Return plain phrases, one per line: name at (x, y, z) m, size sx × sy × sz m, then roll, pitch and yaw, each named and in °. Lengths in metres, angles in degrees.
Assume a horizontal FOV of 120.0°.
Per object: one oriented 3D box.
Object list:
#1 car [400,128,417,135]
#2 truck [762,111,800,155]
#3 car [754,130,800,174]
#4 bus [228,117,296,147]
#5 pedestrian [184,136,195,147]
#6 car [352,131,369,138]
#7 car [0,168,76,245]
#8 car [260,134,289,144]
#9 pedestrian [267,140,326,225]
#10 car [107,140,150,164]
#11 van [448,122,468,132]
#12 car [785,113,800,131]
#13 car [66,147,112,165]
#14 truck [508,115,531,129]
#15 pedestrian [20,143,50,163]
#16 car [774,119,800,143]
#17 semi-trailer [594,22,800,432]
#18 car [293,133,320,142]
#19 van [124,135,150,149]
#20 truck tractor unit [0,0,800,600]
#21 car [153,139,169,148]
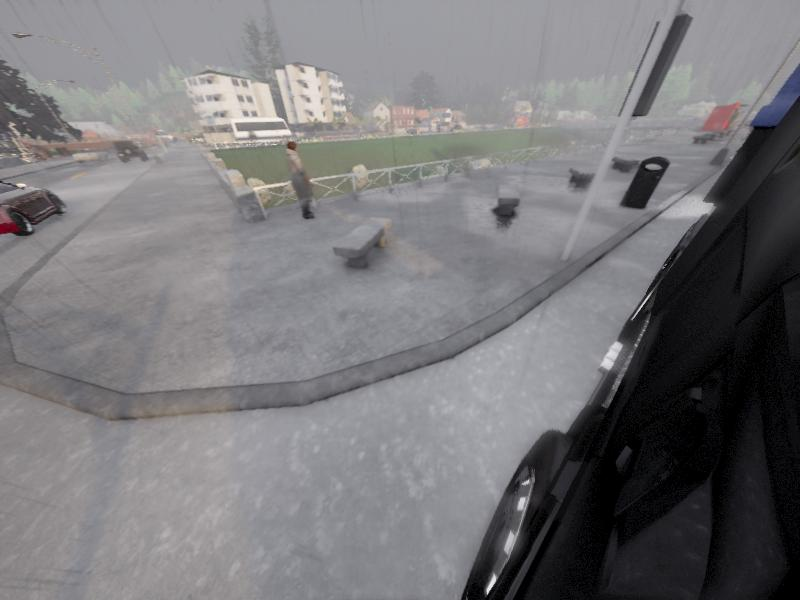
car at (2.478, -48.583, 66.685) m, size 4.892 × 1.490 × 1.837 m, roll -25°, pitch 43°, yaw -28°
truck at (26.136, -10.716, 14.682) m, size 6.274 × 2.098 × 2.390 m, roll -25°, pitch 43°, yaw -28°
car at (18.594, -6.833, 10.540) m, size 4.181 × 1.385 × 1.994 m, roll -25°, pitch 43°, yaw -27°
bus at (-26.906, -33.120, 45.464) m, size 10.273 × 4.253 × 3.944 m, roll -22°, pitch 41°, yaw -24°
pedestrian at (-43.161, -32.614, 47.425) m, size 0.751 × 1.860 × 0.751 m, roll -15°, pitch 39°, yaw -17°
car at (-10.176, -42.560, 59.398) m, size 3.806 × 1.475 × 1.970 m, roll -25°, pitch 43°, yaw -28°
car at (-12.284, -2.773, 6.812) m, size 1.994 × 1.385 × 4.181 m, roll -25°, pitch 43°, yaw -28°
car at (-26.927, -34.521, 49.615) m, size 4.892 × 1.490 × 1.837 m, roll -25°, pitch 42°, yaw -27°
pedestrian at (-2.684, -3.109, 6.144) m, size 0.751 × 1.860 × 0.751 m, roll -27°, pitch 43°, yaw -29°
car at (-28.820, -15.884, 24.660) m, size 1.905 × 1.878 × 3.866 m, roll -25°, pitch 43°, yaw -28°
van at (18.996, -56.812, 75.939) m, size 6.366 × 2.431 × 2.351 m, roll -25°, pitch 43°, yaw -28°
car at (53.001, -23.399, 30.247) m, size 4.605 × 1.855 × 1.932 m, roll -25°, pitch 43°, yaw -27°
car at (-34.808, -16.301, 26.031) m, size 1.895 × 1.301 × 4.718 m, roll -25°, pitch 43°, yaw -28°
truck at (44.470, -66.472, 86.227) m, size 8.468 × 3.827 × 2.891 m, roll -25°, pitch 43°, yaw -28°
pedestrian at (-41.438, -16.727, 26.268) m, size 0.751 × 1.860 × 0.751 m, roll -15°, pitch 39°, yaw -17°
car at (34.321, -14.369, 19.575) m, size 4.902 × 1.511 × 2.128 m, roll -25°, pitch 43°, yaw -27°
semi-trailer at (8.892, -3.455, 4.044) m, size 14.254 × 4.402 × 2.717 m, roll -26°, pitch 43°, yaw -28°
car at (-21.381, -37.204, 52.960) m, size 5.357 × 1.411 × 2.033 m, roll -25°, pitch 43°, yaw -27°
van at (-58.718, -35.403, 51.708) m, size 2.351 × 2.431 × 6.366 m, roll -25°, pitch 43°, yaw -28°
truck tractor unit at (2.645, -0.295, 0.351) m, size 6.516 × 4.208 × 3.053 m, roll -28°, pitch 44°, yaw -30°
car at (-54.238, -35.595, 52.444) m, size 1.789 × 1.549 × 3.705 m, roll -25°, pitch 43°, yaw -28°
